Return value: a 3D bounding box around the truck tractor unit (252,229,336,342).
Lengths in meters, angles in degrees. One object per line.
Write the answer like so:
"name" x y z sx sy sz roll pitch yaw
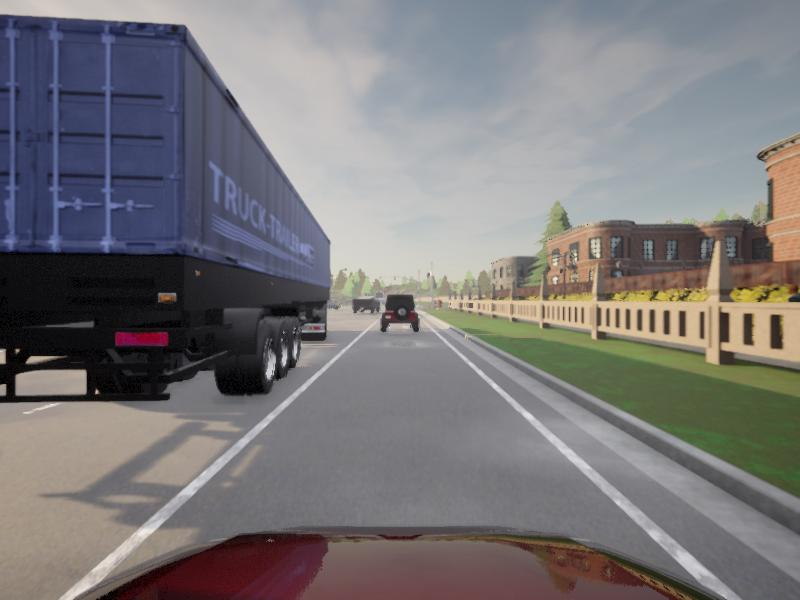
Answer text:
"truck tractor unit" -4.605 -0.529 18.398 3.053 4.208 6.516 0 0 -11

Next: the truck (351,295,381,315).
"truck" -3.830 0.526 46.711 2.390 2.098 6.274 0 0 5

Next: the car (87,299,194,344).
"car" -10.494 0.782 16.604 1.851 1.617 3.988 0 0 0

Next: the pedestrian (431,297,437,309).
"pedestrian" 5.266 0.464 62.003 0.751 1.860 0.751 0 0 -11

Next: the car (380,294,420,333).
"car" 0.004 0.639 21.347 1.905 1.878 3.866 0 0 0

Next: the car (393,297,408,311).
"car" 0.173 0.547 62.272 2.150 2.045 5.566 0 0 2

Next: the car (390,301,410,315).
"car" 0.006 0.839 42.718 1.970 1.475 3.806 0 0 0

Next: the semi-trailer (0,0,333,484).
"semi-trailer" -3.770 -0.626 10.533 2.717 4.402 14.254 0 0 -5

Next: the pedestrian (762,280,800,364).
"pedestrian" 9.081 0.482 9.243 0.751 1.860 0.751 0 0 -2

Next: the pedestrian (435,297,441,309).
"pedestrian" 5.986 0.464 62.336 0.751 1.860 0.751 0 0 20
